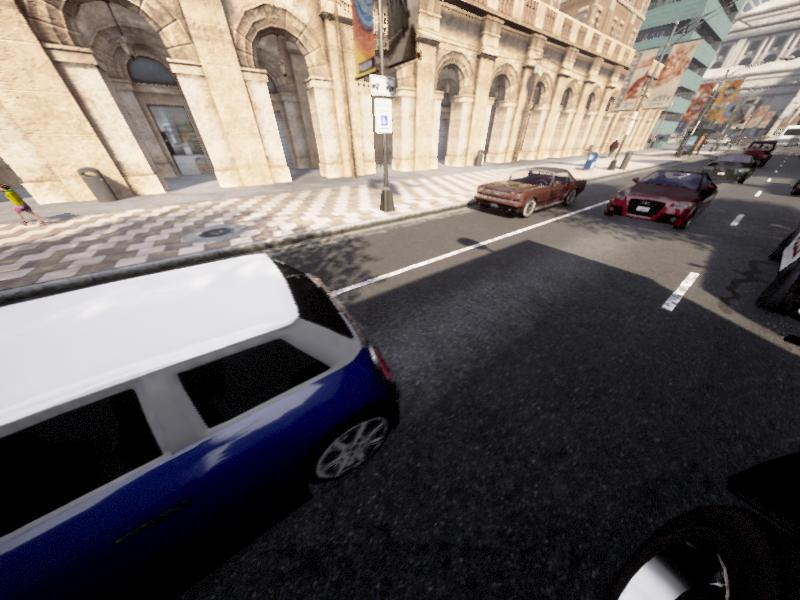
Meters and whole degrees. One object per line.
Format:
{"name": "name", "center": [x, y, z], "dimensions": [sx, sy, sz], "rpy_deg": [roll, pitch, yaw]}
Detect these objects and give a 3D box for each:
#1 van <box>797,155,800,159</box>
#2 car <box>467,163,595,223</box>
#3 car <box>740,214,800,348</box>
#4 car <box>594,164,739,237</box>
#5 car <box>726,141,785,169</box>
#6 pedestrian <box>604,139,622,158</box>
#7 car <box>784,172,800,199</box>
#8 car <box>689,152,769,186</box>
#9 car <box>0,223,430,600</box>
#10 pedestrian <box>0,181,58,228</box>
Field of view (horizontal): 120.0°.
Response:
{"name": "van", "center": [49.513, -18.054, 27.029], "dimensions": [5.915, 2.561, 1.988], "rpy_deg": [-22, 41, -28]}
{"name": "car", "center": [4.987, -4.206, 8.717], "dimensions": [4.718, 1.301, 1.895], "rpy_deg": [-22, 41, -28]}
{"name": "car", "center": [7.549, -0.590, 3.377], "dimensions": [4.974, 1.542, 2.038], "rpy_deg": [-22, 41, -28]}
{"name": "car", "center": [8.765, -3.479, 7.611], "dimensions": [4.181, 1.385, 1.994], "rpy_deg": [-22, 41, -28]}
{"name": "car", "center": [30.715, -12.610, 19.979], "dimensions": [3.866, 1.878, 1.905], "rpy_deg": [-22, 41, -28]}
{"name": "pedestrian", "center": [24.685, -17.576, 26.777], "dimensions": [0.751, 1.860, 0.751], "rpy_deg": [-25, 42, -31]}
{"name": "car", "center": [19.928, -5.565, 10.481], "dimensions": [5.357, 1.411, 2.033], "rpy_deg": [-22, 41, -28]}
{"name": "car", "center": [19.868, -7.991, 13.943], "dimensions": [4.181, 1.385, 1.994], "rpy_deg": [-22, 41, -28]}
{"name": "car", "center": [-1.959, 0.832, 1.465], "dimensions": [3.806, 1.475, 1.970], "rpy_deg": [-22, 41, -28]}
{"name": "pedestrian", "center": [-10.652, -2.679, 6.514], "dimensions": [0.500, 1.100, 0.500], "rpy_deg": [-14, 37, -18]}
